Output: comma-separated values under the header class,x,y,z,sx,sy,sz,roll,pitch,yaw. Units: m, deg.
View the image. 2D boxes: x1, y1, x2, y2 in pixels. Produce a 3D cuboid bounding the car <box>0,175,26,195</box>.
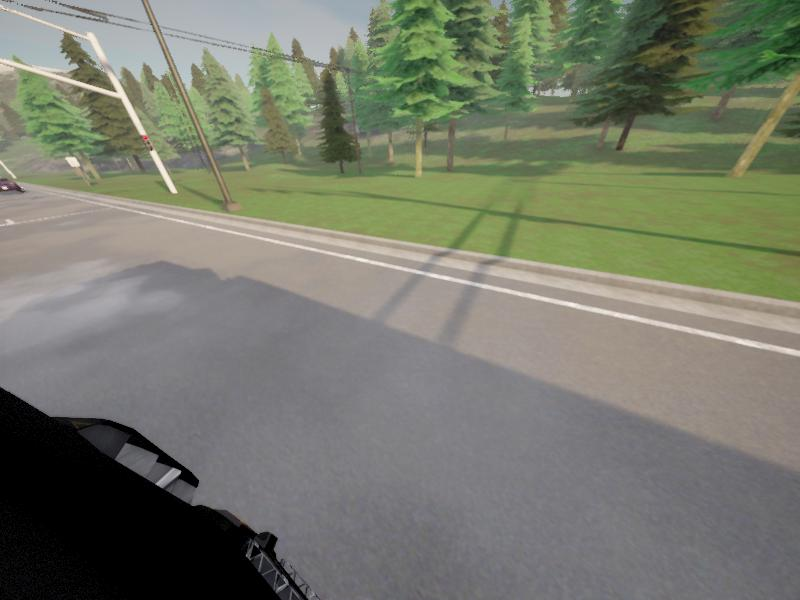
class,x,y,z,sx,sy,sz,roll,pitch,yaw
car,-39.719,-11.456,22.984,4.193,1.474,1.816,16,38,26
